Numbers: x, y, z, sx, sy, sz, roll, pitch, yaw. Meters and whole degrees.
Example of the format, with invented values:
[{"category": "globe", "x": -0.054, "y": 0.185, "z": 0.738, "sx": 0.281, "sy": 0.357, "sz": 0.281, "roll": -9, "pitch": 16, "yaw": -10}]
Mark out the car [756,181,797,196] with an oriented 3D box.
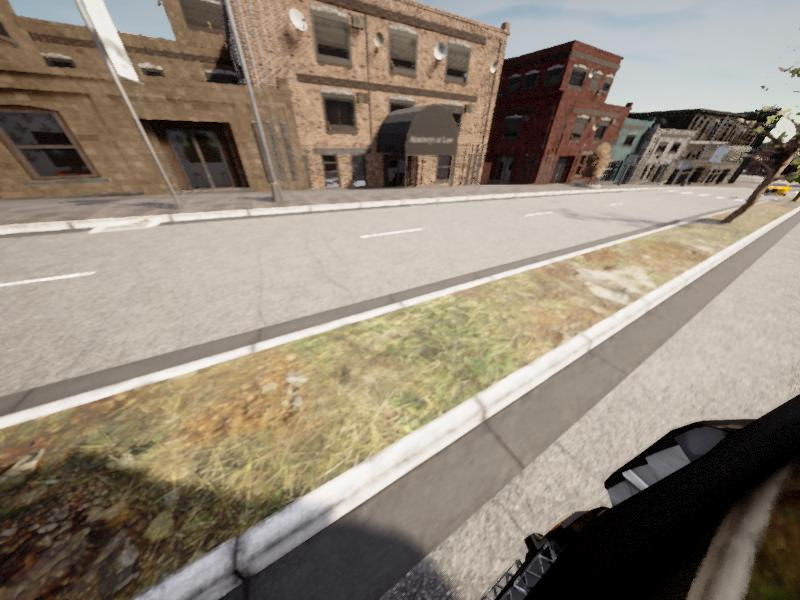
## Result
[{"category": "car", "x": 49.575, "y": -14.673, "z": 30.417, "sx": 5.008, "sy": 1.535, "sz": 1.882, "roll": -13, "pitch": 37, "yaw": -26}]
